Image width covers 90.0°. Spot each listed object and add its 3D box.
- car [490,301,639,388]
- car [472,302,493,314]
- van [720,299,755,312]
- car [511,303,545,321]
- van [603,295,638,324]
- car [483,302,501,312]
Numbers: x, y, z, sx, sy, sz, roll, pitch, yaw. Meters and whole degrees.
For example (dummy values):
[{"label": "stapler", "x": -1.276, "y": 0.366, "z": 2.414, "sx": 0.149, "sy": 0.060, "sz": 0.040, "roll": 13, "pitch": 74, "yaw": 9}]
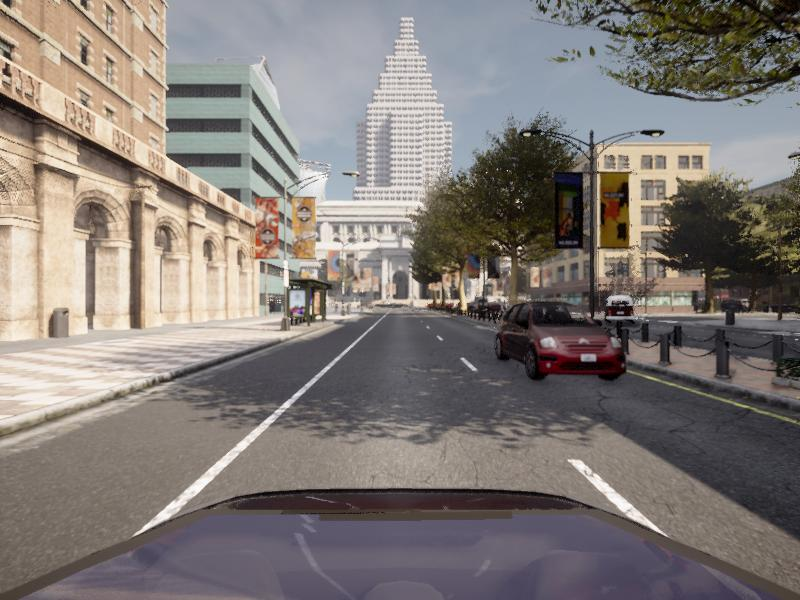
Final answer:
[{"label": "car", "x": 3.501, "y": 0.836, "z": 9.412, "sx": 1.851, "sy": 1.617, "sz": 3.988, "roll": 0, "pitch": 0, "yaw": 0}, {"label": "car", "x": 11.506, "y": 1.088, "z": 56.139, "sx": 1.882, "sy": 1.535, "sz": 5.008, "roll": 0, "pitch": 0, "yaw": 0}, {"label": "van", "x": 52.973, "y": 0.894, "z": 62.871, "sx": 1.775, "sy": 1.987, "sz": 4.442, "roll": 0, "pitch": 0, "yaw": 0}, {"label": "car", "x": 11.504, "y": 1.027, "z": 36.253, "sx": 1.816, "sy": 1.474, "sz": 4.193, "roll": 0, "pitch": 0, "yaw": 0}, {"label": "van", "x": 16.837, "y": 0.718, "z": 30.733, "sx": 2.069, "sy": 2.038, "sz": 4.480, "roll": -2, "pitch": -1, "yaw": 26}, {"label": "car", "x": 15.010, "y": 1.132, "z": 65.507, "sx": 1.882, "sy": 1.535, "sz": 5.008, "roll": 0, "pitch": 0, "yaw": 0}]
